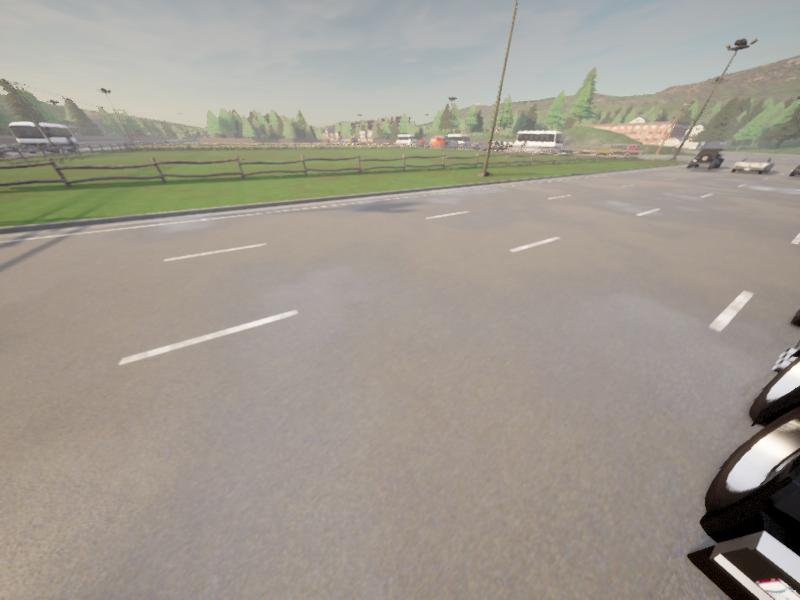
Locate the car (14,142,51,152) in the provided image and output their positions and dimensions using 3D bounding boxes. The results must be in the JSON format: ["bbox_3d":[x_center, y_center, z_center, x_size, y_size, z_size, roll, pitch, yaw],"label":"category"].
[{"bbox_3d":[-71.621,-30.013,45.157,1.882,1.535,5.008,-18,39,-25],"label":"car"}]

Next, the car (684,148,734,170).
[{"bbox_3d":[33.016,-15.132,24.692,3.866,1.878,1.905,-18,39,-25],"label":"car"}]

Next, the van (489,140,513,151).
[{"bbox_3d":[29.151,-44.753,66.847,1.988,2.561,5.915,-18,39,-25],"label":"van"}]

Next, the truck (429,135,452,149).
[{"bbox_3d":[14.217,-55.896,81.661,2.891,3.827,8.468,-18,39,-25],"label":"truck"}]

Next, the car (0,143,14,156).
[{"bbox_3d":[-58.692,-21.284,32.728,2.128,1.511,4.902,-18,39,-25],"label":"car"}]

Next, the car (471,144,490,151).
[{"bbox_3d":[22.561,-42.884,64.980,2.242,1.667,4.611,-18,39,-25],"label":"car"}]

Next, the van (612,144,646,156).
[{"bbox_3d":[49.472,-32.567,50.019,1.775,1.987,4.442,-18,39,-25],"label":"van"}]

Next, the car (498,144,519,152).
[{"bbox_3d":[32.189,-45.214,68.645,2.152,1.651,5.027,-18,39,-25],"label":"car"}]

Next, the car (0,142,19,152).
[{"bbox_3d":[-72.593,-27.418,41.405,2.038,1.542,4.974,-15,37,-21],"label":"car"}]

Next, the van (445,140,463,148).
[{"bbox_3d":[19.907,-57.639,85.481,2.351,2.431,6.366,-18,39,-25],"label":"van"}]

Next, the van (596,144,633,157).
[{"bbox_3d":[41.192,-28.846,44.536,1.775,1.987,4.442,-18,39,-25],"label":"van"}]

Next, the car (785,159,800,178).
[{"bbox_3d":[35.272,-11.169,19.186,4.611,1.667,2.242,-16,38,-22],"label":"car"}]

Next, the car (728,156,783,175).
[{"bbox_3d":[33.401,-12.700,21.705,4.718,1.301,1.895,-18,39,-25],"label":"car"}]

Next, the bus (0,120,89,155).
[{"bbox_3d":[-59.710,-27.521,39.326,3.944,4.253,10.273,-18,39,-25],"label":"bus"}]

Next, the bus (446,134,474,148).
[{"bbox_3d":[22.355,-60.080,87.436,3.944,4.253,10.273,-18,39,-25],"label":"bus"}]

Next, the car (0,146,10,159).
[{"bbox_3d":[-51.429,-18.033,28.250,1.994,1.385,4.181,-18,39,-25],"label":"car"}]

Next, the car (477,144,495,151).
[{"bbox_3d":[24.986,-44.439,67.287,1.837,1.490,4.892,-18,39,-25],"label":"car"}]

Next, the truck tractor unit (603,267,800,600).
[{"bbox_3d":[5.112,-0.296,0.800,6.516,4.208,3.053,-18,38,-24],"label":"truck tractor unit"}]

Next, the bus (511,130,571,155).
[{"bbox_3d":[31.367,-35.569,52.120,3.944,4.253,10.273,-18,40,-25],"label":"bus"}]

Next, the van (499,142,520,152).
[{"bbox_3d":[29.057,-40.691,61.456,2.069,2.038,4.480,-18,39,-25],"label":"van"}]
